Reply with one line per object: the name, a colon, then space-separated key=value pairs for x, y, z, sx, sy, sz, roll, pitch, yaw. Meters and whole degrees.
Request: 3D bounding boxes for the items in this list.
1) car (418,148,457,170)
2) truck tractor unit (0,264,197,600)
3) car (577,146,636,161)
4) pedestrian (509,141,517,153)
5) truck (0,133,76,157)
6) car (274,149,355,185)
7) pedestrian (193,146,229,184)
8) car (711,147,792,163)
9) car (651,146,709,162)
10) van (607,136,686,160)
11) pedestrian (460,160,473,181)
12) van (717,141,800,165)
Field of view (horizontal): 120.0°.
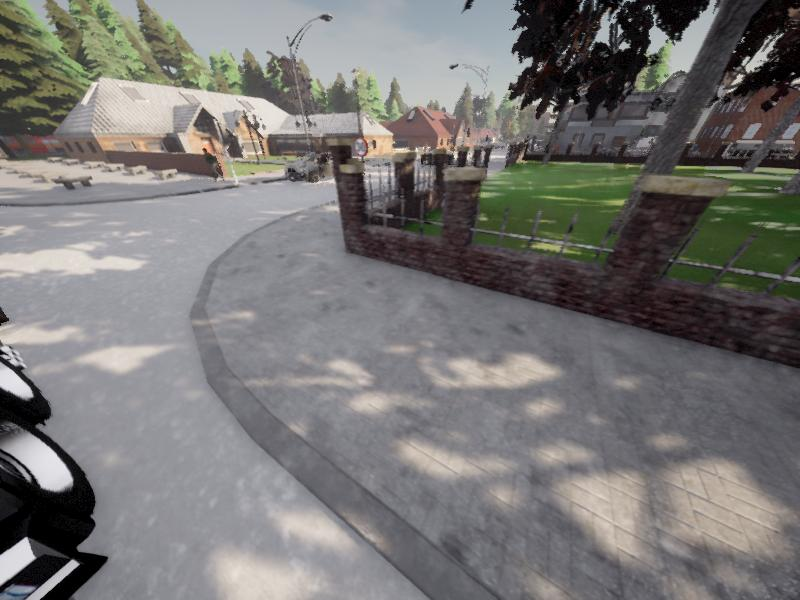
car: x=3.693 y=-13.732 z=22.339 sx=1.882 sy=1.535 sz=5.008 roll=18 pitch=39 yaw=25
truck tractor unit: x=-5.111 y=-0.301 z=0.781 sx=6.516 sy=4.208 sz=3.053 roll=18 pitch=39 yaw=24
car: x=26.256 y=-18.897 z=29.698 sx=5.357 sy=1.411 sz=2.033 roll=19 pitch=39 yaw=26
pedestrian: x=21.222 y=-28.933 z=43.538 sx=0.751 sy=1.860 sz=0.751 roll=25 pitch=42 yaw=31
truck: x=-76.776 y=-32.869 z=48.847 sx=2.891 sy=3.827 sz=8.468 roll=18 pitch=39 yaw=24
car: x=-5.550 y=-9.135 z=15.695 sx=2.242 sy=1.667 sz=4.611 roll=18 pitch=39 yaw=25
pedestrian: x=-11.138 y=-7.976 z=13.673 sx=0.751 sy=1.860 sz=0.751 roll=9 pitch=36 yaw=13
car: x=40.024 y=-16.712 z=26.535 sx=4.718 sy=1.301 sz=1.895 roll=20 pitch=40 yaw=27
car: x=32.100 y=-16.881 z=26.637 sx=3.633 sy=1.501 sz=1.845 roll=17 pitch=39 yaw=23
van: x=31.956 y=-20.027 z=30.370 sx=6.366 sy=2.431 sz=2.351 roll=18 pitch=39 yaw=24
pedestrian: x=4.120 y=-8.062 z=14.354 sx=0.500 sy=1.100 sz=0.500 roll=19 pitch=39 yaw=25
van: x=37.260 y=-15.332 z=23.971 sx=4.442 sy=1.987 sz=1.775 roll=17 pitch=38 yaw=23
